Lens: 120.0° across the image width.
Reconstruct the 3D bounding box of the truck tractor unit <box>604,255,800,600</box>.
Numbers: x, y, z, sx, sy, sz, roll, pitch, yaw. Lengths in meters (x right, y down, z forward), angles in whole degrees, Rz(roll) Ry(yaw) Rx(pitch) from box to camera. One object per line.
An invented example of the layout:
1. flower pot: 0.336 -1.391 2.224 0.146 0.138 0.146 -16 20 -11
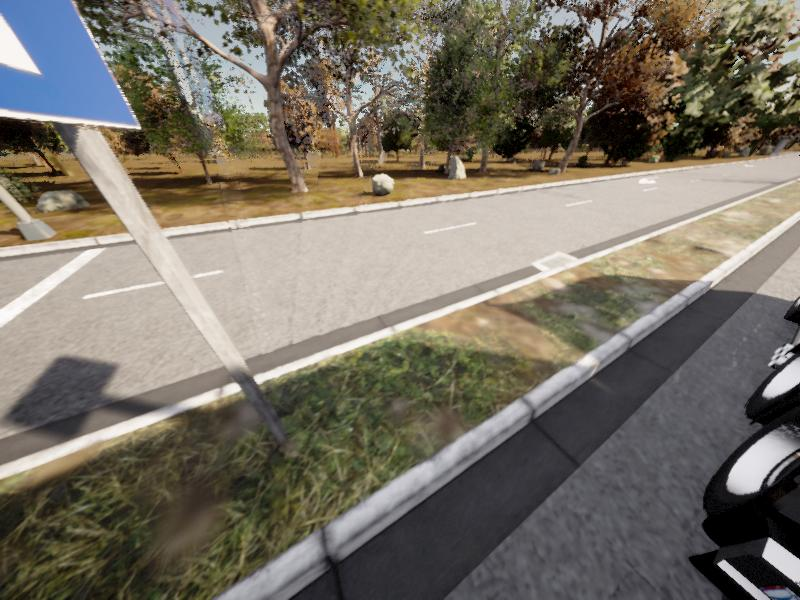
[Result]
1. truck tractor unit: 5.088 -0.324 0.803 6.516 4.208 3.053 -19 39 -25
